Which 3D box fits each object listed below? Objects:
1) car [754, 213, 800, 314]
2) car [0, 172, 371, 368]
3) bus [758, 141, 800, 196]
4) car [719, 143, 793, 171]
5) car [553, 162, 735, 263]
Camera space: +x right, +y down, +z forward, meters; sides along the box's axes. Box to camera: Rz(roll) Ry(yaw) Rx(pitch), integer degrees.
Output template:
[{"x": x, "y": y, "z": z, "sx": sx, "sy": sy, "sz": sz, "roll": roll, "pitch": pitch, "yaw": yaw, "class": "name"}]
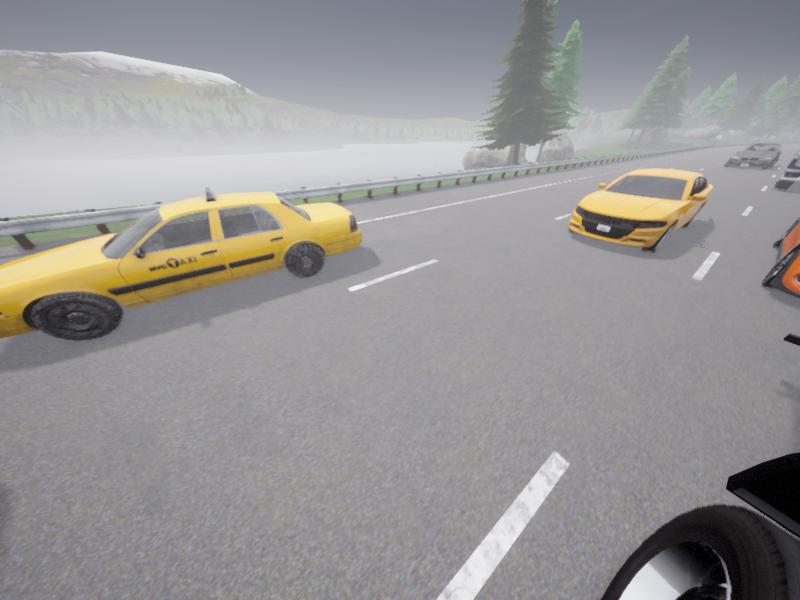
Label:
[{"x": 8.307, "y": -0.985, "z": 3.658, "sx": 4.553, "sy": 1.767, "sz": 2.097, "roll": -22, "pitch": 41, "yaw": -28, "class": "car"}, {"x": -3.362, "y": -1.057, "z": 4.058, "sx": 5.366, "sy": 1.575, "sz": 1.801, "roll": -22, "pitch": 41, "yaw": -28, "class": "car"}, {"x": 22.340, "y": -7.648, "z": 10.820, "sx": 10.273, "sy": 4.253, "sz": 3.944, "roll": -22, "pitch": 41, "yaw": -28, "class": "bus"}, {"x": 28.303, "y": -11.452, "z": 18.383, "sx": 4.611, "sy": 1.667, "sz": 2.242, "roll": -20, "pitch": 40, "yaw": -26, "class": "car"}, {"x": 6.716, "y": -2.695, "z": 6.315, "sx": 5.008, "sy": 1.535, "sz": 1.882, "roll": -22, "pitch": 41, "yaw": -28, "class": "car"}]
